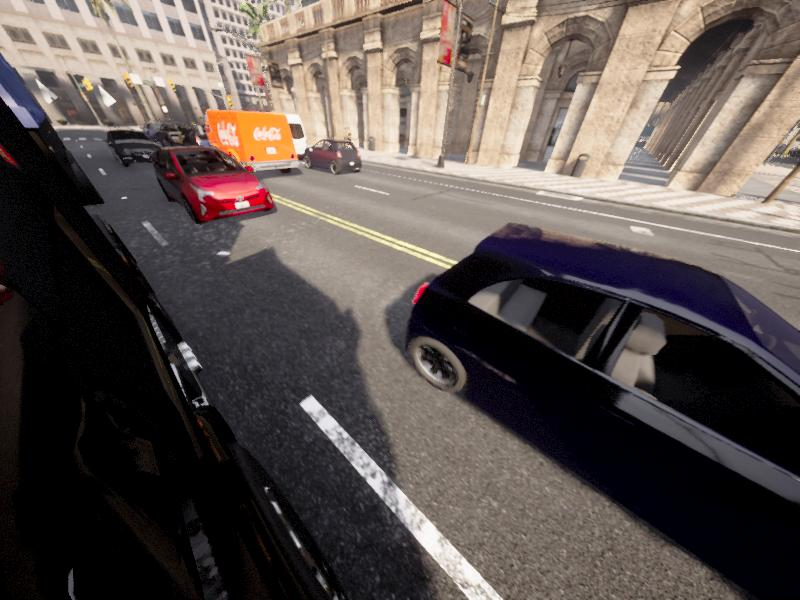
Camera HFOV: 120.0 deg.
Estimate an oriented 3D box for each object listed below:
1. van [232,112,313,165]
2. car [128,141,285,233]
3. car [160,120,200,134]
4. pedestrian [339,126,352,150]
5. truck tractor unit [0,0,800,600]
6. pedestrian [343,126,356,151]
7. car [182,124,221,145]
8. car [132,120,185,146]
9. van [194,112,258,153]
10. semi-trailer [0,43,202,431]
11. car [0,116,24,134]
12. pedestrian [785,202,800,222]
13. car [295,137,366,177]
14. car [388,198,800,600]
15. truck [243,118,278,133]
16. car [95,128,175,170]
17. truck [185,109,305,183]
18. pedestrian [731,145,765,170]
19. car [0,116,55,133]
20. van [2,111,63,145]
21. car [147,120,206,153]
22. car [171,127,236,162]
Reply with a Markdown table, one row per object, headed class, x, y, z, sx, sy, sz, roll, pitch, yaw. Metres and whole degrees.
| class | x | y | z | sx | sy | sz | roll | pitch | yaw |
| --- | --- | --- | --- | --- | --- | --- | --- | --- | --- |
| van | -8.805 | -11.193 | 15.887 | 5.915 | 2.561 | 1.988 | 29 | 44 | 30 |
| car | -5.665 | -3.550 | 6.748 | 4.514 | 1.525 | 2.007 | 28 | 44 | 30 |
| car | -34.673 | -27.366 | 36.583 | 1.851 | 1.617 | 3.988 | 29 | 44 | 30 |
| pedestrian | -5.229 | -15.703 | 22.391 | 0.751 | 1.860 | 0.751 | 28 | 44 | 30 |
| truck tractor unit | -2.645 | -0.295 | 0.351 | 6.516 | 4.208 | 3.053 | 28 | 44 | 30 |
| pedestrian | -4.615 | -14.788 | 21.210 | 0.751 | 1.860 | 0.751 | -30 | 47 | -35 |
| car | -20.653 | -17.204 | 23.991 | 3.633 | 1.501 | 1.845 | 29 | 44 | 30 |
| car | -22.270 | -15.424 | 21.298 | 4.553 | 1.767 | 2.097 | 29 | 44 | 30 |
| van | -15.175 | -14.659 | 20.106 | 5.915 | 2.561 | 1.988 | 29 | 44 | 30 |
| semi-trailer | -8.691 | -3.612 | 4.231 | 14.254 | 4.402 | 2.717 | 28 | 44 | 30 |
| car | -43.166 | -18.421 | 24.197 | 1.845 | 1.501 | 3.633 | 28 | 44 | 30 |
| pedestrian | 13.571 | -3.357 | 7.125 | 0.751 | 1.860 | 0.751 | 32 | 46 | 33 |
| car | -3.894 | -8.113 | 12.934 | 3.633 | 1.501 | 1.845 | 28 | 44 | 30 |
| car | 1.878 | 0.484 | 1.845 | 3.633 | 1.501 | 1.845 | 28 | 44 | 30 |
| truck | -29.799 | -37.400 | 49.535 | 2.627 | 2.467 | 5.204 | 29 | 44 | 30 |
| car | -14.505 | -8.335 | 12.596 | 4.892 | 1.490 | 1.837 | 28 | 44 | 30 |
| truck | -7.587 | -7.736 | 11.416 | 5.204 | 2.467 | 2.627 | 28 | 44 | 30 |
| pedestrian | 31.907 | -13.084 | 21.233 | 0.751 | 1.860 | 0.751 | 29 | 44 | 31 |
| car | -44.459 | -20.759 | 27.276 | 1.970 | 1.475 | 3.806 | 28 | 44 | 30 |
| van | -30.071 | -14.137 | 18.930 | 4.442 | 1.987 | 1.775 | 27 | 43 | 28 |
| car | -17.656 | -12.969 | 18.248 | 4.605 | 1.855 | 1.932 | 28 | 44 | 30 |
| car | -12.898 | -10.271 | 15.178 | 3.988 | 1.617 | 1.851 | 29 | 44 | 30 |
